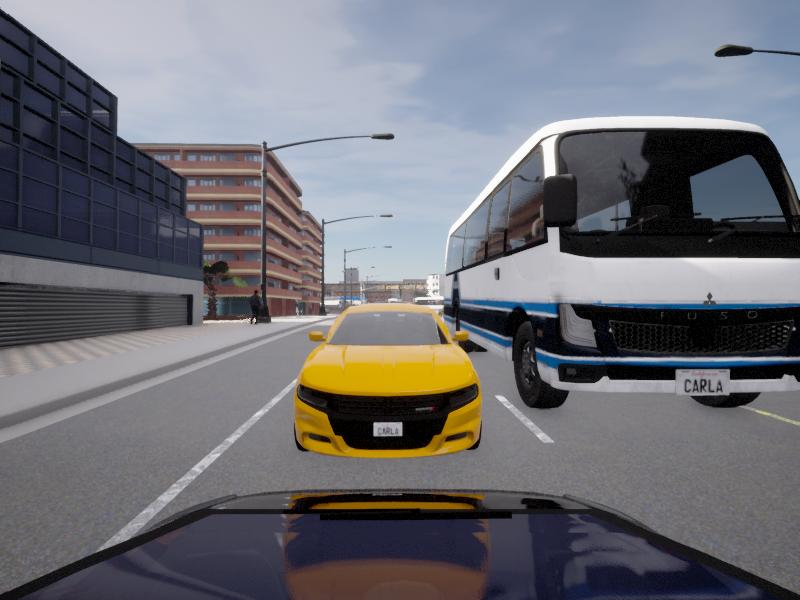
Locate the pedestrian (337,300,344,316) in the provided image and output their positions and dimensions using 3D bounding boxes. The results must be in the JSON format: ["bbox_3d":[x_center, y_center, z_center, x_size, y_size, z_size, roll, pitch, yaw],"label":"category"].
[{"bbox_3d":[-7.391,0.977,49.400,0.751,1.860,0.751,0,-1,1],"label":"pedestrian"}]

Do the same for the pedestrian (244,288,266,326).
[{"bbox_3d":[-7.233,0.337,19.948,0.751,1.860,0.751,0,-1,12],"label":"pedestrian"}]

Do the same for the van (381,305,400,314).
[{"bbox_3d":[-2.432,2.460,104.176,2.351,2.431,6.366,0,-1,23],"label":"van"}]

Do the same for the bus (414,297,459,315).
[{"bbox_3d":[8.965,1.443,98.551,10.273,4.253,3.944,0,-1,20],"label":"bus"}]

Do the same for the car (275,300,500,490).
[{"bbox_3d":[-0.158,0.790,5.854,1.882,1.535,5.008,0,1,-1],"label":"car"}]

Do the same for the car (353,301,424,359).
[{"bbox_3d":[-0.325,0.768,12.619,1.812,1.442,4.674,0,1,-1],"label":"car"}]

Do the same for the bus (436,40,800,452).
[{"bbox_3d":[3.384,-0.601,9.306,3.944,4.253,10.273,0,1,-1],"label":"bus"}]
